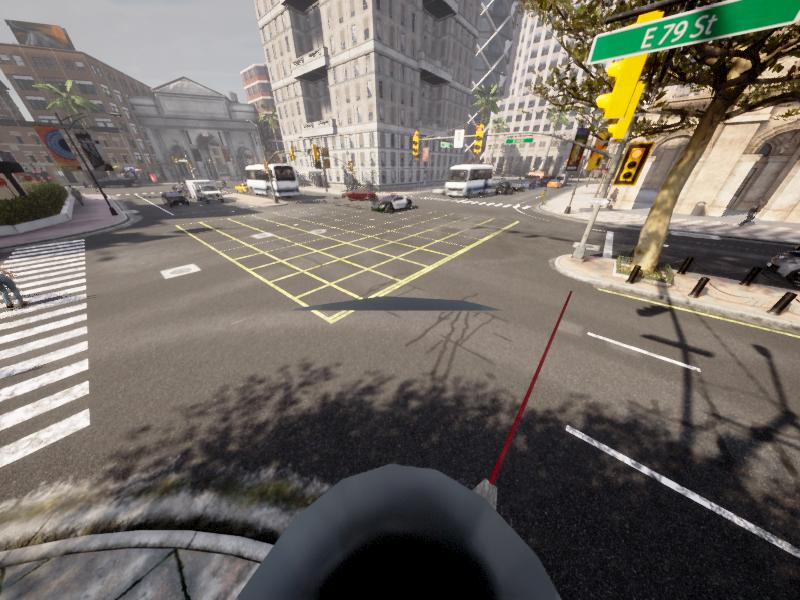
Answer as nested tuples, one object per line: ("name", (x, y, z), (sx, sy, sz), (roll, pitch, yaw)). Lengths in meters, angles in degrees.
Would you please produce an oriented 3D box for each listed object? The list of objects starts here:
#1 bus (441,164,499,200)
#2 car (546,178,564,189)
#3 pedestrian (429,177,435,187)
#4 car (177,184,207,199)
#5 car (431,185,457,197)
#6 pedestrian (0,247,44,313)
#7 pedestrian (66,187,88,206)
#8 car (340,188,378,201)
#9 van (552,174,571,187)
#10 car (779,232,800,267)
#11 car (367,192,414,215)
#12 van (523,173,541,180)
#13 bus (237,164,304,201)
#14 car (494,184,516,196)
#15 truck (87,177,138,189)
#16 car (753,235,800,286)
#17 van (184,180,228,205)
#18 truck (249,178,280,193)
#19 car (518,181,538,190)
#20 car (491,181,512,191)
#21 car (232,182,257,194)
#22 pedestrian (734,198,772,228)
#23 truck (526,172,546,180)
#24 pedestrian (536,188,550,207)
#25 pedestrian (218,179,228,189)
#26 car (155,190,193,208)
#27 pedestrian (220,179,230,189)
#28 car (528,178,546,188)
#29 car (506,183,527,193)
("bus", (10.800, -18.053, 35.021), (3.944, 4.253, 10.273), (22, 37, 33))
("car", (33.211, -24.960, 49.443), (2.097, 1.767, 4.553), (23, 37, 34))
("pedestrian", (6.833, -25.096, 49.259), (0.751, 1.860, 0.751), (24, 38, 35))
("car", (-31.092, -16.241, 34.507), (4.856, 1.649, 2.033), (23, 37, 34))
("car", (7.081, -17.397, 36.843), (1.895, 1.301, 4.718), (23, 37, 34))
("pedestrian", (-12.543, -0.646, 7.215), (0.751, 1.860, 0.751), (26, 39, 37))
("pedestrian", (-36.401, -11.708, 26.071), (0.751, 1.860, 0.751), (22, 37, 34))
("car", (-5.475, -14.224, 31.198), (4.674, 1.442, 1.812), (1, 30, 1))
("van", (37.843, -28.026, 54.010), (1.988, 2.561, 5.915), (23, 37, 34))
("car", (20.631, -1.829, 9.804), (4.181, 1.385, 1.994), (23, 37, 34))
("car", (-0.865, -10.002, 23.806), (2.038, 1.542, 4.974), (23, 37, 34))
("van", (45.607, -42.672, 79.882), (4.480, 2.038, 2.069), (23, 37, 34))
("bus", (-19.233, -17.528, 34.111), (10.273, 4.253, 3.944), (23, 37, 34))
("car", (17.189, -18.077, 37.842), (1.816, 1.474, 4.193), (23, 37, 34))
("truck", (-60.909, -24.973, 49.156), (6.274, 2.098, 2.390), (-22, 37, -33))
("car", (16.907, -1.185, 8.528), (3.633, 1.501, 1.845), (23, 37, 34))
("van", (-25.231, -14.113, 30.022), (6.366, 2.431, 2.351), (23, 37, 34))
("truck", (-25.339, -21.541, 43.216), (6.274, 2.098, 2.390), (23, 37, 34))
("car", (26.001, -23.250, 46.881), (2.033, 1.411, 5.357), (23, 37, 34))
("car", (19.982, -22.476, 45.409), (2.007, 1.525, 4.514), (23, 37, 34))
("car", (-27.676, -20.013, 41.088), (5.366, 1.575, 1.801), (23, 37, 34))
("pedestrian", (25.209, -6.189, 16.511), (0.751, 1.860, 0.751), (-20, 35, -30))
("truck", (48.137, -44.084, 81.887), (5.204, 2.467, 2.627), (23, 37, 34))
("pedestrian", (15.590, -11.173, 25.153), (0.751, 1.860, 0.751), (21, 36, 31))
("pedestrian", (-35.999, -23.608, 46.987), (0.751, 1.860, 0.751), (18, 35, 28))
("car", (-27.136, -12.180, 27.707), (5.357, 1.411, 2.033), (23, 37, 34))
("pedestrian", (-35.239, -23.327, 46.501), (0.751, 1.860, 0.751), (19, 35, 30))
("car", (30.644, -26.106, 51.601), (2.152, 1.651, 5.027), (23, 37, 34))
("car", (21.378, -20.487, 42.194), (1.895, 1.301, 4.718), (23, 37, 34))
